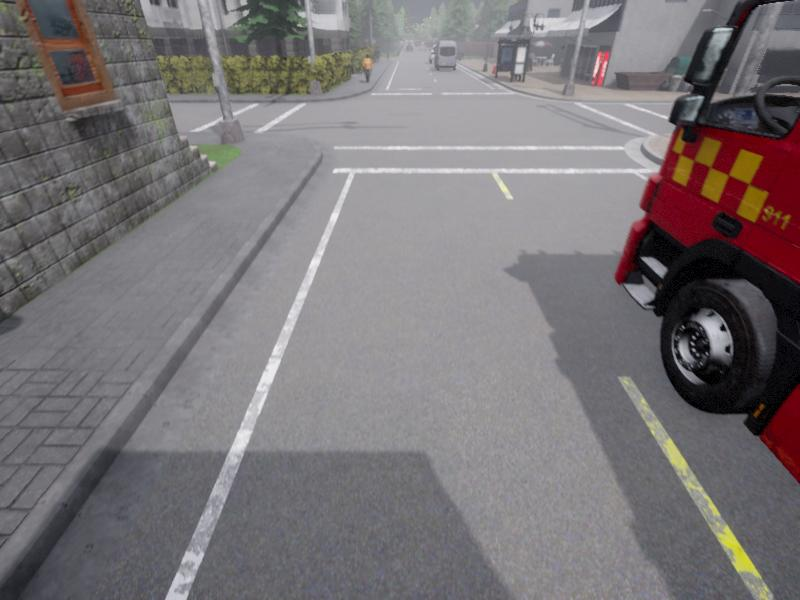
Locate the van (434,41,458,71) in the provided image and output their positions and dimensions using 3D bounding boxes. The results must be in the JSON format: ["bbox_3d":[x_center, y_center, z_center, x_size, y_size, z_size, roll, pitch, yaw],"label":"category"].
[{"bbox_3d":[4.762,-25.786,42.196,1.988,2.561,5.915,1,33,1],"label":"van"}]

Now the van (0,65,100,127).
[{"bbox_3d":[-15.559,-8.350,16.356,4.480,2.038,2.069,0,33,1],"label":"van"}]

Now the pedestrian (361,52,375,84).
[{"bbox_3d":[-2.182,-15.787,27.219,0.751,1.860,0.751,-6,34,-8],"label":"pedestrian"}]

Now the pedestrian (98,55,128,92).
[{"bbox_3d":[-17.405,-13.735,24.257,0.751,1.860,0.751,26,41,34],"label":"pedestrian"}]

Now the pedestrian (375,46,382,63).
[{"bbox_3d":[-2.725,-31.249,50.860,0.751,1.860,0.751,2,33,3],"label":"pedestrian"}]

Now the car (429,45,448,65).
[{"bbox_3d":[4.992,-32.255,52.535,2.150,2.045,5.566,1,33,2],"label":"car"}]

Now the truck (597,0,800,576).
[{"bbox_3d":[3.906,0.692,0.541,2.891,3.827,8.468,0,33,1],"label":"truck"}]
